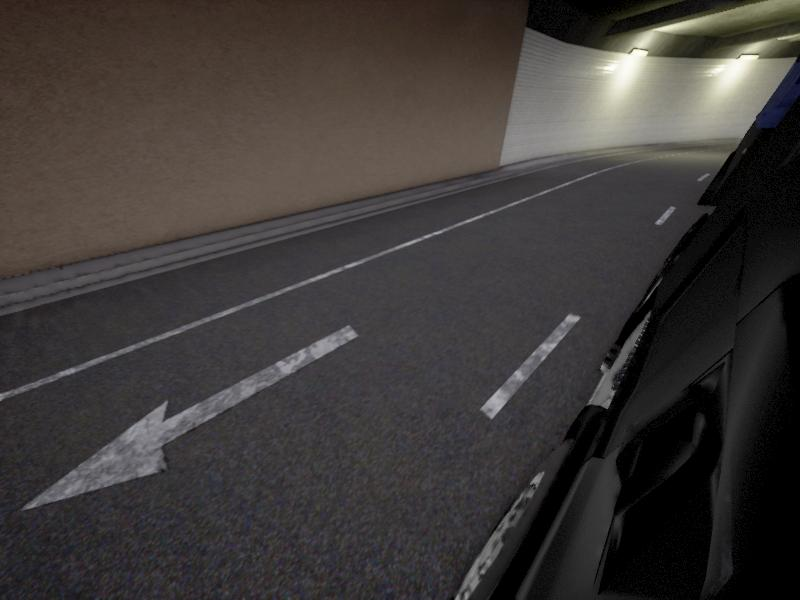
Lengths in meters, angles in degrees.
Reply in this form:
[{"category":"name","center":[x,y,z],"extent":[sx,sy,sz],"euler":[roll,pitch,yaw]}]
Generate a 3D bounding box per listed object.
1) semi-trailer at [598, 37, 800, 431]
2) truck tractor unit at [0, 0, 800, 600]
[{"category":"semi-trailer","center":[8.706,-3.594,4.228],"extent":[14.254,4.402,2.717],"euler":[-28,43,-30]},{"category":"truck tractor unit","center":[2.645,-0.295,0.351],"extent":[6.516,4.208,3.053],"euler":[-28,44,-30]}]
